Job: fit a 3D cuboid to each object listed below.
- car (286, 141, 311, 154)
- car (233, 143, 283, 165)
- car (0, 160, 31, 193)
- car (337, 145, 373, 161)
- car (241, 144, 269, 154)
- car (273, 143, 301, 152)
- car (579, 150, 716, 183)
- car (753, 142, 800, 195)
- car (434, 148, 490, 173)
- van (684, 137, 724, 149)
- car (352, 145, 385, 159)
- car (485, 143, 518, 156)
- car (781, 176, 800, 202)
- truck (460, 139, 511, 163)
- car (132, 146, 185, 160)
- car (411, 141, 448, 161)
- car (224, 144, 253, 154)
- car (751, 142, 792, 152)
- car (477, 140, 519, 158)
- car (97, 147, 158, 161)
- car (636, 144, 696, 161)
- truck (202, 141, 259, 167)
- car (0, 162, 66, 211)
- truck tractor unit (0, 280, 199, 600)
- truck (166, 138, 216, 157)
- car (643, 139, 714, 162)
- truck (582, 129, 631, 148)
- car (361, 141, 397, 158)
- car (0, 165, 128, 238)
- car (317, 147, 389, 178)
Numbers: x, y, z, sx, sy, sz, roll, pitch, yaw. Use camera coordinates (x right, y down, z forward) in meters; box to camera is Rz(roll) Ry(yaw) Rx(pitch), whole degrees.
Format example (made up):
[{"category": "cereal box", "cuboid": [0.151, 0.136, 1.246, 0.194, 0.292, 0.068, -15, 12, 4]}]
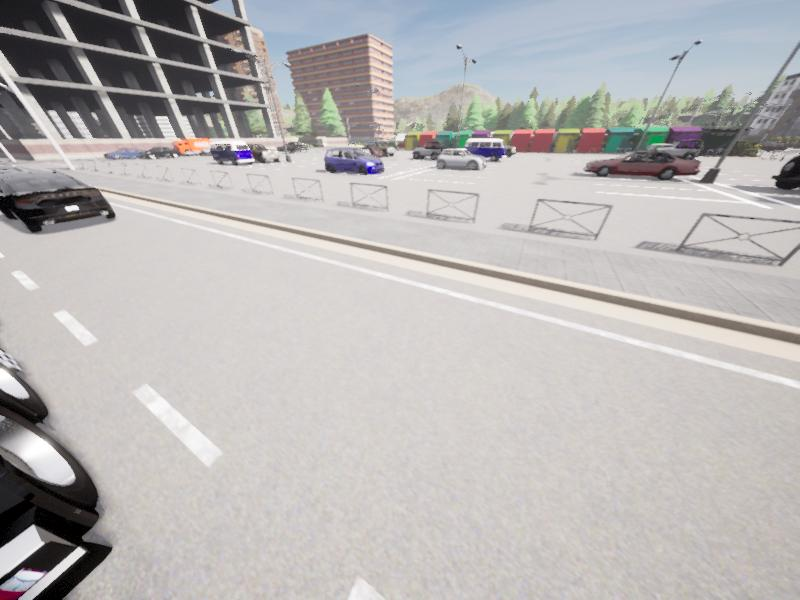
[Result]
[{"category": "car", "cuboid": [-19.704, -29.697, 44.923, 1.905, 1.878, 3.866, 17, 38, 23]}, {"category": "car", "cuboid": [-15.326, -15.876, 24.950, 4.605, 1.855, 1.932, 17, 39, 23]}, {"category": "car", "cuboid": [-24.165, -7.141, 13.254, 5.357, 1.411, 2.033, 17, 39, 23]}, {"category": "car", "cuboid": [-5.598, -18.260, 28.671, 3.806, 1.475, 1.970, 17, 39, 23]}, {"category": "car", "cuboid": [-27.939, -29.156, 44.604, 1.970, 1.475, 3.806, 17, 38, 23]}, {"category": "car", "cuboid": [-24.377, -33.032, 50.053, 1.882, 1.535, 5.008, 17, 39, 23]}, {"category": "car", "cuboid": [14.633, -8.338, 14.246, 5.357, 1.415, 2.033, 17, 39, 23]}, {"category": "car", "cuboid": [19.001, -5.425, 9.626, 3.866, 1.878, 1.905, 17, 39, 23]}, {"category": "car", "cuboid": [4.933, -11.286, 18.582, 3.806, 1.475, 1.970, 17, 39, 23]}, {"category": "van", "cuboid": [66.503, -34.362, 50.595, 2.069, 2.038, 4.480, -12, 37, -16]}, {"category": "car", "cuboid": [-4.219, -19.752, 30.734, 3.905, 1.438, 1.784, 17, 39, 23]}, {"category": "car", "cuboid": [14.338, -21.344, 32.801, 3.905, 1.438, 1.784, 17, 39, 23]}, {"category": "car", "cuboid": [17.575, -3.976, 7.565, 4.605, 1.855, 1.932, 17, 39, 23]}, {"category": "truck", "cuboid": [9.036, -15.967, 24.641, 4.478, 2.038, 2.069, 17, 39, 23]}, {"category": "car", "cuboid": [-35.047, -21.478, 33.691, 1.837, 1.490, 4.892, 17, 38, 23]}, {"category": "car", "cuboid": [3.423, -17.595, 27.202, 3.866, 1.878, 1.905, 17, 39, 23]}, {"category": "car", "cuboid": [-31.515, -29.554, 45.214, 1.816, 1.474, 4.193, 17, 38, 23]}, {"category": "car", "cuboid": [65.363, -27.027, 40.755, 1.895, 1.301, 4.718, 18, 39, 24]}, {"category": "car", "cuboid": [12.901, -20.067, 30.624, 4.605, 1.855, 1.932, 17, 39, 23]}, {"category": "car", "cuboid": [-39.194, -21.221, 33.459, 2.033, 1.411, 5.357, 17, 38, 23]}, {"category": "car", "cuboid": [29.705, -16.641, 25.959, 3.806, 1.475, 1.970, 17, 39, 23]}, {"category": "truck", "cuboid": [-16.644, -14.468, 22.787, 4.478, 2.038, 2.069, 17, 39, 23]}, {"category": "car", "cuboid": [-17.770, -5.222, 10.396, 4.674, 1.442, 1.812, 17, 38, 23]}, {"category": "truck tractor unit", "cuboid": [-5.147, -0.259, 0.759, 6.516, 4.208, 3.053, 17, 38, 23]}, {"category": "truck", "cuboid": [-35.226, -25.954, 39.242, 2.627, 2.467, 5.204, 17, 38, 23]}, {"category": "car", "cuboid": [28.315, -15.374, 23.745, 3.866, 1.878, 1.905, 17, 39, 23]}, {"category": "truck", "cuboid": [53.657, -42.346, 60.586, 8.468, 3.827, 2.891, 17, 39, 23]}, {"category": "car", "cuboid": [-2.986, -21.297, 32.562, 4.605, 1.855, 1.932, 17, 39, 23]}, {"category": "car", "cuboid": [-12.062, -3.537, 7.841, 5.008, 1.535, 1.882, 17, 38, 23]}, {"category": "car", "cuboid": [-3.406, -10.223, 17.030, 4.611, 1.667, 2.242, 17, 39, 23]}]
